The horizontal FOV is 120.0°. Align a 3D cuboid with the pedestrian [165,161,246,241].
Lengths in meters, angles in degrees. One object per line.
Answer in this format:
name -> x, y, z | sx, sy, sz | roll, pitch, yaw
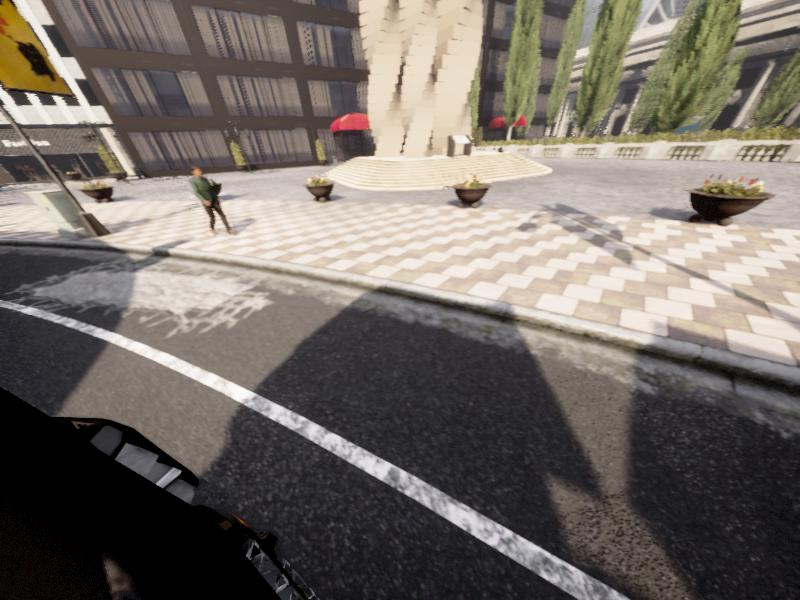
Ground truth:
pedestrian -> -5.184, -2.687, 6.301 | 0.751, 1.860, 0.751 | 11, 36, 19
